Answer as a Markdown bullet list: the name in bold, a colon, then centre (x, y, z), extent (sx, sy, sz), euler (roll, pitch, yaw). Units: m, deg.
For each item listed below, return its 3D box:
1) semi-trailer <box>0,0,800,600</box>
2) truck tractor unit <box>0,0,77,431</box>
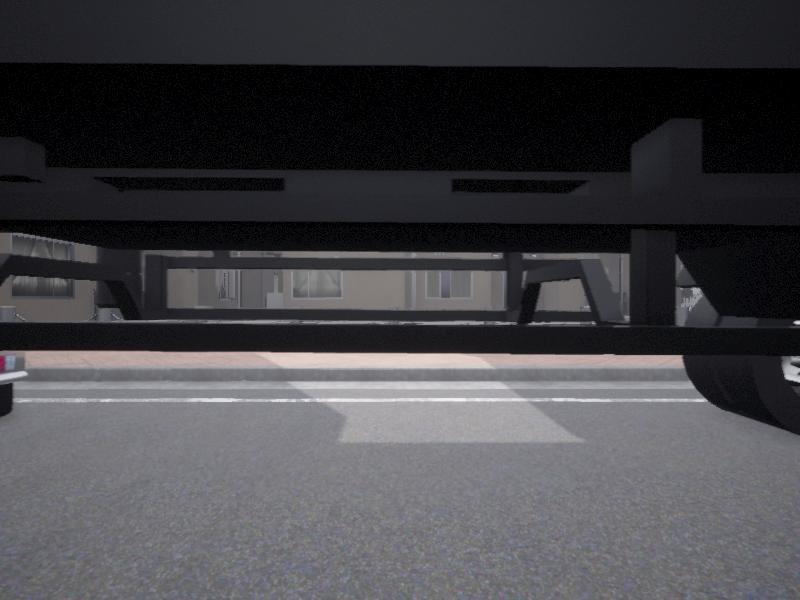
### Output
- **semi-trailer**: centre (1.648, -1.221, 2.205), extent (14.254, 4.402, 2.717), euler (0, 0, 0)
- **truck tractor unit**: centre (-6.272, -1.121, 2.197), extent (6.516, 4.208, 3.053), euler (0, 0, 0)
